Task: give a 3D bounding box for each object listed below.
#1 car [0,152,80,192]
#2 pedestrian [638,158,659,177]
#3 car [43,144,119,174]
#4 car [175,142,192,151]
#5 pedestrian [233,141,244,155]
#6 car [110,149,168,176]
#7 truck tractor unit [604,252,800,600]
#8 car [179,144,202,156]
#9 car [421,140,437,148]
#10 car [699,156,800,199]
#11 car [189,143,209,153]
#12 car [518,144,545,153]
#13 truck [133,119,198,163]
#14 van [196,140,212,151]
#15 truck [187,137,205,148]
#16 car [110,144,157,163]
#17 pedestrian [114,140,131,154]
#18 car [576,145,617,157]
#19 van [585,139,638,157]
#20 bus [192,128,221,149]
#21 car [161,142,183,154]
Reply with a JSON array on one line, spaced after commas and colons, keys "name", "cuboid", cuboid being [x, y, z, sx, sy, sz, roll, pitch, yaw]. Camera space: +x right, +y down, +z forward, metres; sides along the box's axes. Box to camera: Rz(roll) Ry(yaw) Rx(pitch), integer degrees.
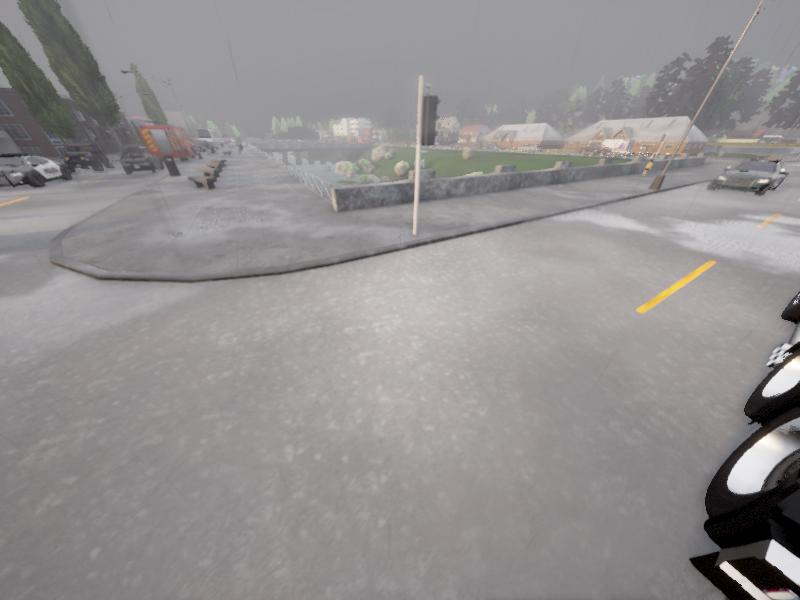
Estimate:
[{"name": "car", "cuboid": [-21.359, -7.353, 13.053, 2.038, 1.542, 4.974, -18, 39, -24]}, {"name": "pedestrian", "cuboid": [17.879, -9.520, 16.626, 0.500, 1.100, 0.500, 14, 37, 19]}, {"name": "car", "cuboid": [-25.350, -11.461, 18.611, 1.905, 1.878, 3.866, -18, 38, -24]}, {"name": "car", "cuboid": [-48.559, -34.475, 51.800, 1.851, 1.617, 3.988, -18, 39, -24]}, {"name": "pedestrian", "cuboid": [-25.160, -23.726, 36.032, 0.751, 1.860, 0.751, -7, 35, -10]}, {"name": "car", "cuboid": [-20.383, -10.973, 18.310, 1.816, 1.474, 4.193, -18, 39, -25]}, {"name": "truck tractor unit", "cuboid": [5.088, -0.323, 0.812, 6.516, 4.208, 3.053, -19, 39, -25]}, {"name": "car", "cuboid": [-34.066, -24.504, 37.638, 1.816, 1.474, 4.193, -18, 39, -24]}, {"name": "car", "cuboid": [9.566, -51.984, 76.960, 2.150, 2.045, 5.566, -18, 39, -24]}, {"name": "car", "cuboid": [18.938, -6.693, 12.418, 4.974, 1.542, 2.038, -18, 39, -24]}, {"name": "car", "cuboid": [-40.059, -30.525, 46.182, 2.038, 1.542, 4.974, -18, 39, -24]}, {"name": "car", "cuboid": [28.464, -32.879, 50.113, 2.007, 1.525, 4.514, -18, 39, -24]}, {"name": "truck", "cuboid": [-27.788, -19.212, 28.025, 2.891, 3.827, 8.468, -17, 38, -24]}, {"name": "van", "cuboid": [-44.534, -35.236, 52.523, 1.775, 1.987, 4.442, -18, 39, -24]}, {"name": "truck", "cuboid": [-60.495, -46.791, 68.572, 2.627, 2.467, 5.204, -18, 39, -24]}, {"name": "car", "cuboid": [-31.628, -17.627, 27.652, 2.152, 1.651, 5.027, -18, 39, -24]}, {"name": "pedestrian", "cuboid": [-43.256, -23.840, 36.051, 0.751, 1.860, 0.751, -14, 37, -20]}, {"name": "car", "cuboid": [34.795, -26.588, 41.117, 1.882, 1.535, 5.008, -18, 39, -24]}, {"name": "van", "cuboid": [38.458, -27.901, 42.252, 2.351, 2.431, 6.366, -18, 39, -25]}, {"name": "bus", "cuboid": [-52.208, -43.703, 62.636, 3.944, 4.253, 10.273, -18, 39, -24]}, {"name": "car", "cuboid": [-42.639, -28.561, 43.352, 1.851, 1.617, 3.988, -18, 39, -24]}]
